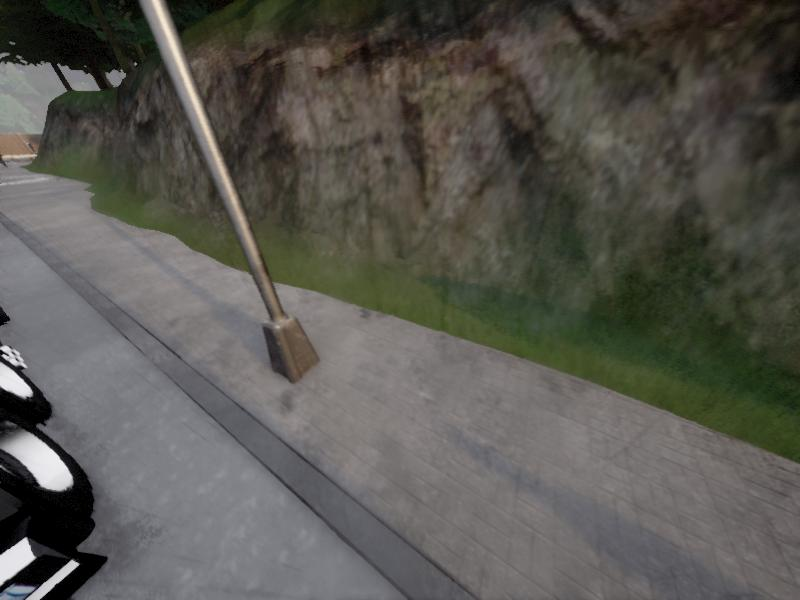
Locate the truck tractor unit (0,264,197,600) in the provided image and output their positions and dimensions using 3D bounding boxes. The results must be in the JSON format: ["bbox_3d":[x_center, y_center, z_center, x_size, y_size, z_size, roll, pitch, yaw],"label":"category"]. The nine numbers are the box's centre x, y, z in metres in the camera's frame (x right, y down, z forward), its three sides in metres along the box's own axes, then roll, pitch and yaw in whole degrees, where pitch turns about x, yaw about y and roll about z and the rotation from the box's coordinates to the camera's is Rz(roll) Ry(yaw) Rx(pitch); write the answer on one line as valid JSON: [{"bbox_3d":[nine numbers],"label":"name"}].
[{"bbox_3d":[-5.111,-0.301,0.782,6.516,4.208,3.053,18,39,24],"label":"truck tractor unit"}]

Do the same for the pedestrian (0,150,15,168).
[{"bbox_3d":[-39.440,-14.068,22.687,0.751,1.860,0.751,18,39,24],"label":"pedestrian"}]

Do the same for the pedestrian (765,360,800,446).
[{"bbox_3d":[3.830,0.417,1.441,0.751,1.860,0.751,27,43,33],"label":"pedestrian"}]
